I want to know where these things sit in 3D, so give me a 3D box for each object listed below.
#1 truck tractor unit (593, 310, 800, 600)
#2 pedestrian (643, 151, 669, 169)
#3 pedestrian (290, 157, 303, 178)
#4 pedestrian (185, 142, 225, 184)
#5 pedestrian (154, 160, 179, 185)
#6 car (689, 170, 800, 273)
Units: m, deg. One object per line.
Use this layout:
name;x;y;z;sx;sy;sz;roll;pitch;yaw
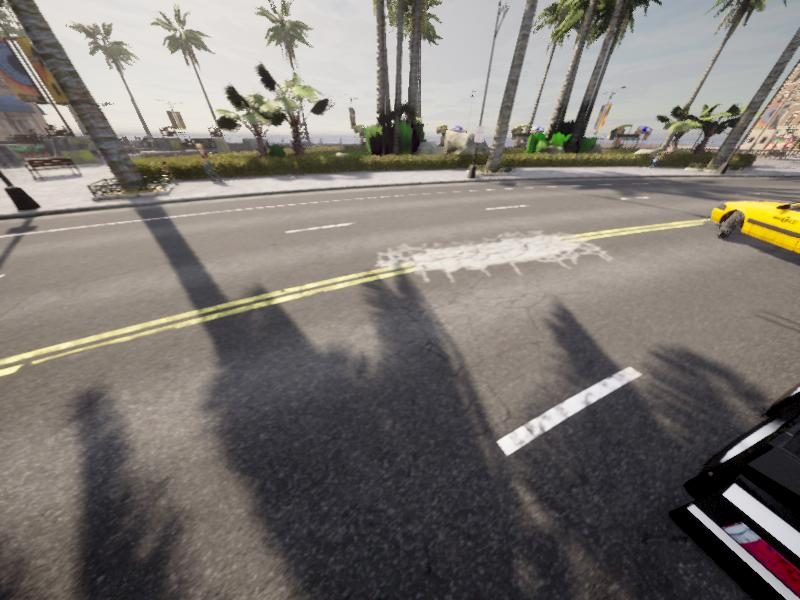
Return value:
truck tractor unit;5.218;-0.176;0.611;6.516;4.208;3.053;-13;37;-19
pedestrian;22.554;-12.339;20.362;0.751;1.300;0.751;-4;35;-6
pedestrian;-6.368;-8.151;14.232;0.500;1.100;0.500;-14;38;-20
pedestrian;-10.256;-7.258;12.254;0.751;1.860;0.751;-4;35;-7
pedestrian;-12.087;-6.625;11.992;0.500;1.100;0.500;-21;41;-28
car;9.491;-1.431;4.746;1.801;1.575;5.366;11;37;13
